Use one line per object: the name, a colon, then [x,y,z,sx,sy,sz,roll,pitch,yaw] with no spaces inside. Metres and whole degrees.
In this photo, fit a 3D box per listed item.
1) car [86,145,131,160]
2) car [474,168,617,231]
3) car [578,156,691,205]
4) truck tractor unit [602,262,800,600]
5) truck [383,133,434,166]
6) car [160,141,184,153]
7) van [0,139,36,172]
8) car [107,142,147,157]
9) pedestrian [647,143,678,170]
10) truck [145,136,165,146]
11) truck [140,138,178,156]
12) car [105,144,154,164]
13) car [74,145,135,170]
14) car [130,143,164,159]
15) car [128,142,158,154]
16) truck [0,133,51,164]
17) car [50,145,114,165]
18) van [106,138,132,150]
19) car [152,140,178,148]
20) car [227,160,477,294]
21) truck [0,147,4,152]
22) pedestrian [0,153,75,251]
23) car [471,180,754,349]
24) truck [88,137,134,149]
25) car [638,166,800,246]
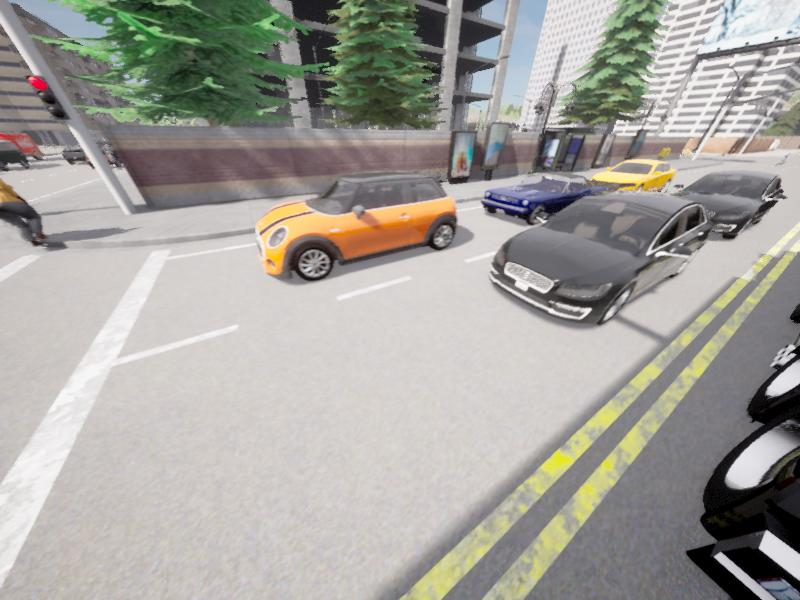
car: [-35.003,-17.852,27.891,1.994,1.385,4.181,-18,39,-25]
car: [5.209,-3.785,8.287,4.718,1.301,1.895,-18,39,-24]
car: [11.212,-5.855,11.067,5.008,1.535,1.882,-18,39,-24]
truck tractor unit: [5.112,-0.298,0.788,6.516,4.208,3.053,-18,39,-24]
truck: [0.703,-15.381,23.477,2.615,2.467,5.204,-18,39,-24]
car: [-40.608,-27.437,41.271,1.930,1.638,5.238,-18,39,-25]
van: [-32.196,-11.384,18.154,1.775,1.987,4.442,-18,39,-25]
car: [-38.657,-21.542,32.902,2.152,1.651,5.027,-19,39,-25]
pedestrian: [21.851,-11.973,19.269,0.751,1.860,0.751,-16,38,-22]
truck: [-73.716,-47.982,69.589,2.627,2.467,5.204,-19,39,-25]
truck: [-36.040,-23.141,34.784,2.390,2.098,6.274,-18,39,-25]
car: [-28.698,-15.700,24.721,1.882,1.535,5.008,-18,39,-25]
car: [-25.354,-12.454,20.059,1.851,1.617,3.988,-18,39,-25]
car: [-32.115,-19.067,29.481,1.789,1.549,3.705,-19,39,-25]
car: [-42.562,-25.336,38.364,2.007,1.525,4.514,-18,39,-25]
truck: [-40.346,-15.610,23.700,2.627,2.467,5.204,-18,39,-25]
car: [-31.743,-14.711,23.314,2.128,1.511,4.902,-19,39,-25]
van: [-58.022,-32.319,47.805,1.775,1.987,4.442,-18,39,-25]
car: [-61.895,-41.254,60.977,2.007,1.525,4.514,3,35,4]
car: [-0.855,-1.997,5.264,4.553,1.767,2.097,-18,39,-24]
truck: [-66.957,-24.248,36.000,4.478,2.038,2.069,-18,39,-24]
pedestrian: [-8.744,-2.151,5.139,0.751,1.860,0.751,-14,37,-19]
car: [3.920,-1.119,4.307,4.892,1.490,1.837,-18,39,-24]
truck: [-66.400,-36.212,53.288,6.274,2.098,2.390,-26,43,-32]
car: [10.162,-3.171,7.274,4.892,1.490,1.837,-18,39,-24]
